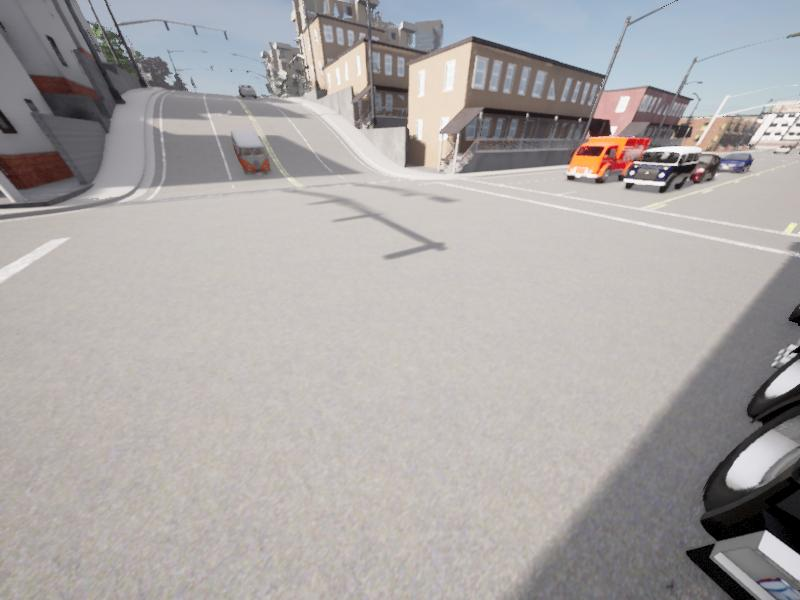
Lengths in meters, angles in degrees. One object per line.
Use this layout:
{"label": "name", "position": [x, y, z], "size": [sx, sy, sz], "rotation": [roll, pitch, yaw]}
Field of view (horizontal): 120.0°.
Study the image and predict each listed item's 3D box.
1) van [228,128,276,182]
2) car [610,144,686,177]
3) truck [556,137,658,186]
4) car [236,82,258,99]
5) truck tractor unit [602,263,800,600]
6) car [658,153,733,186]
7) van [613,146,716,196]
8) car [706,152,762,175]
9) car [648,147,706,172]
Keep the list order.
{"label": "van", "position": [-10.588, -10.424, 16.477], "size": [1.775, 1.987, 4.442], "rotation": [-20, 53, -26]}
{"label": "car", "position": [20.402, -11.566, 19.023], "size": [5.566, 2.045, 2.150], "rotation": [-19, 39, -25]}
{"label": "truck", "position": [13.727, -9.393, 15.469], "size": [5.204, 2.467, 2.627], "rotation": [-18, 39, -24]}
{"label": "car", "position": [-22.484, -30.772, 33.925], "size": [1.970, 1.475, 3.806], "rotation": [-18, 47, -25]}
{"label": "truck tractor unit", "position": [5.108, -0.303, 0.783], "size": [6.516, 4.208, 3.053], "rotation": [-18, 39, -24]}
{"label": "car", "position": [19.824, -8.867, 15.524], "size": [3.988, 1.617, 1.851], "rotation": [-19, 39, -25]}
{"label": "van", "position": [14.572, -7.251, 12.773], "size": [4.480, 2.038, 2.069], "rotation": [-19, 39, -25]}
{"label": "car", "position": [29.506, -12.098, 20.400], "size": [4.674, 1.442, 1.812], "rotation": [-19, 39, -26]}
{"label": "car", "position": [26.578, -13.584, 22.204], "size": [4.553, 1.767, 2.097], "rotation": [-19, 39, -25]}
